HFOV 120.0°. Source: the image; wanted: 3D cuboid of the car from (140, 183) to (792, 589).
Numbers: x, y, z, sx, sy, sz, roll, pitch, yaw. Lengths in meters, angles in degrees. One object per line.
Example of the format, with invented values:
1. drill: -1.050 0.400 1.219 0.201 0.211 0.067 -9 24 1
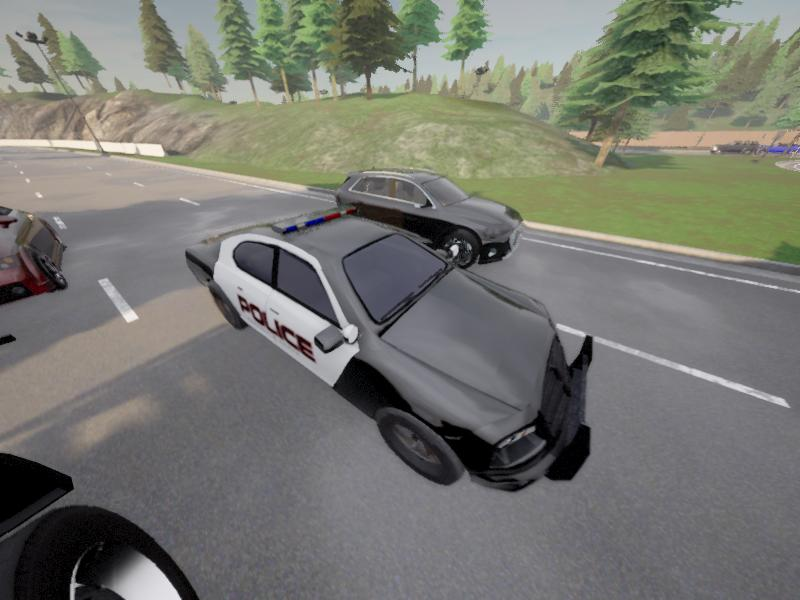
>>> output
1. car: -0.567 -0.169 2.807 4.974 1.542 2.038 22 41 28

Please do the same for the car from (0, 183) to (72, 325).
1. car: -7.657 -0.847 3.894 4.181 1.385 1.994 27 43 33

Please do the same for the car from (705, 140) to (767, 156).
1. car: 49.916 -22.802 34.508 4.605 1.855 1.932 22 41 28

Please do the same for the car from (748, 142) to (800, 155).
1. car: 59.255 -23.803 36.302 4.514 1.525 2.007 22 41 28

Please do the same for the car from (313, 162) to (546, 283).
1. car: 0.440 -2.267 5.691 4.856 1.649 2.033 22 41 28
